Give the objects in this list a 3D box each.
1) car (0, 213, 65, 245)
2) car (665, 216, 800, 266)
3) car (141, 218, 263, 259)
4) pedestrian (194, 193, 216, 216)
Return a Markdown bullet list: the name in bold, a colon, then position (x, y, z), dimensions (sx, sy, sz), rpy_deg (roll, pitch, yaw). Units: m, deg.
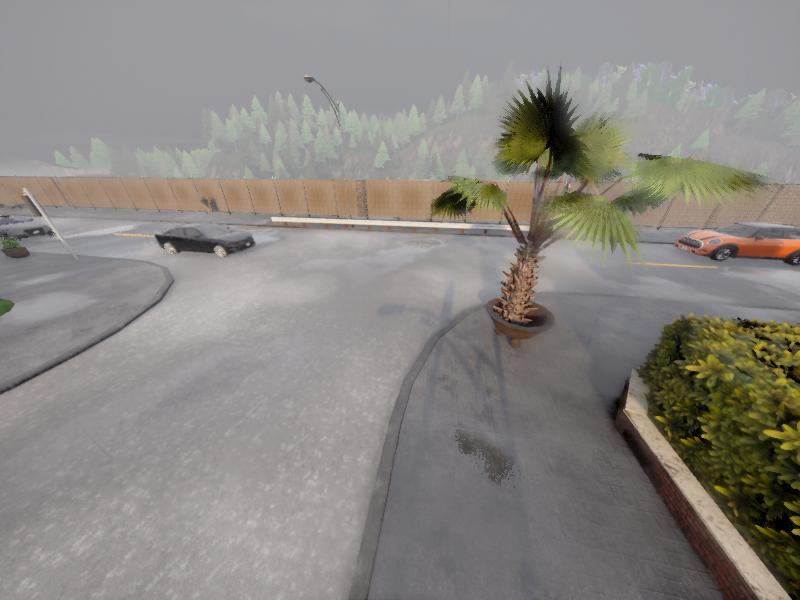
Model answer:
- **car**: position (-25.021, -4.622, 14.849), dimensions (4.181, 1.385, 1.994), rpy_deg (5, 30, 9)
- **car**: position (17.471, -3.080, 11.753), dimensions (4.553, 1.767, 2.097), rpy_deg (5, 30, 9)
- **car**: position (-10.613, -3.429, 12.613), dimensions (5.008, 1.535, 1.882), rpy_deg (5, 30, 9)
- **pedestrian**: position (-17.891, -8.742, 21.236), dimensions (0.751, 1.860, 0.751), rpy_deg (5, 30, 9)
